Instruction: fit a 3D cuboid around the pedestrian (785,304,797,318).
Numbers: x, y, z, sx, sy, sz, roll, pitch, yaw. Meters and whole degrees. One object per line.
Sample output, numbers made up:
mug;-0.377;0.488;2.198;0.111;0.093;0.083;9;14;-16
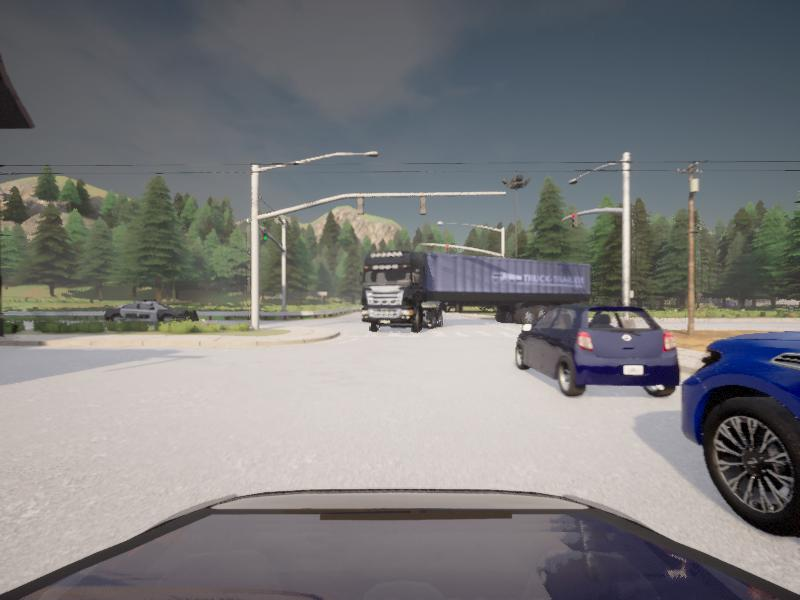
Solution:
pedestrian;31.132;0.897;31.836;0.500;1.100;0.500;0;0;12

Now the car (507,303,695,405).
car;3.503;0.823;7.829;1.845;1.501;3.633;0;0;0

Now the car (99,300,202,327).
car;-15.332;0.799;24.770;5.238;1.638;1.930;0;0;1

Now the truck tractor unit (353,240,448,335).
truck tractor unit;0.338;-0.515;21.155;3.053;4.208;6.516;0;-1;19

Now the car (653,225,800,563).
car;3.494;0.569;1.050;2.150;2.045;5.566;0;0;0

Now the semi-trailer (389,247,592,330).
semi-trailer;6.318;-0.604;25.682;14.254;4.402;2.717;0;-1;-27
